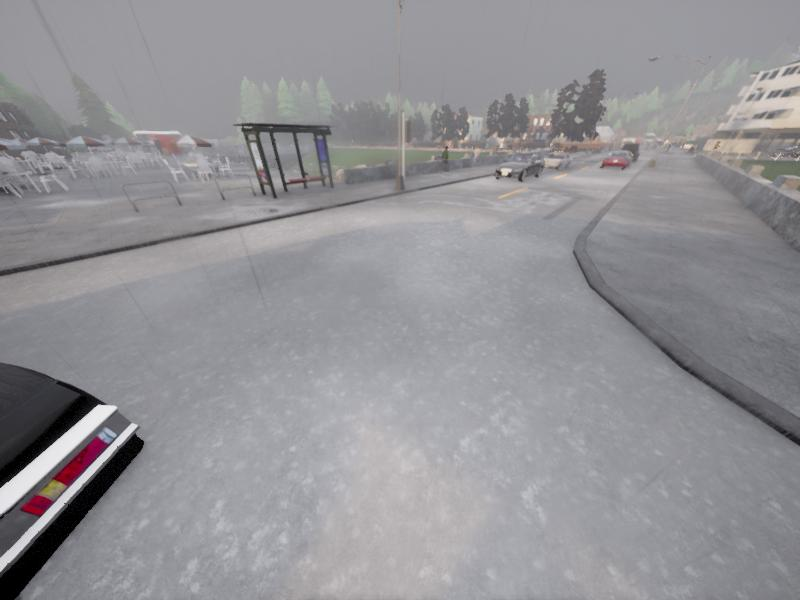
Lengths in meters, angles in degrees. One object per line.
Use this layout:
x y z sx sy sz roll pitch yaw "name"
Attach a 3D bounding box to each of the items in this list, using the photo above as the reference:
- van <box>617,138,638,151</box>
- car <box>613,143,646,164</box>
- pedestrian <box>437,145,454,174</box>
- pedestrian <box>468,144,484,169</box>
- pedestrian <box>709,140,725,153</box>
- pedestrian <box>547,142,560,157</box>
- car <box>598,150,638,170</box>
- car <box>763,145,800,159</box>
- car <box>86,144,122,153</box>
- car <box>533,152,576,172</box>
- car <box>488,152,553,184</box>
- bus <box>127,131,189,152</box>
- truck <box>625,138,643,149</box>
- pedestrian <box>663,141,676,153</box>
54.920 -37.472 55.696 2.351 2.431 6.366 29 44 35 "van"
26.939 -17.266 27.144 1.905 1.878 3.866 29 44 35 "car"
3.467 -10.688 17.568 0.751 1.860 0.751 -27 43 -33 "pedestrian"
6.880 -13.008 20.900 0.751 1.860 0.751 29 44 35 "pedestrian"
54.228 -26.241 39.561 0.751 1.860 0.751 28 44 34 "pedestrian"
22.780 -22.348 34.299 0.751 1.860 0.751 -26 42 -32 "pedestrian"
20.984 -13.498 22.194 1.994 1.385 4.181 28 44 34 "car"
55.232 -20.561 32.108 4.892 1.490 1.837 29 44 35 "car"
-68.058 -34.915 53.288 2.033 1.649 4.856 29 44 35 "car"
14.180 -12.704 21.146 1.895 1.301 4.718 29 44 35 "car"
8.415 -9.276 16.039 2.128 1.511 4.902 29 44 35 "car"
-63.521 -41.894 61.042 3.944 4.253 10.273 29 44 35 "bus"
66.174 -44.204 65.314 2.627 2.467 5.204 29 44 35 "truck"
49.040 -27.808 42.059 0.751 1.860 0.751 -29 44 -35 "pedestrian"
